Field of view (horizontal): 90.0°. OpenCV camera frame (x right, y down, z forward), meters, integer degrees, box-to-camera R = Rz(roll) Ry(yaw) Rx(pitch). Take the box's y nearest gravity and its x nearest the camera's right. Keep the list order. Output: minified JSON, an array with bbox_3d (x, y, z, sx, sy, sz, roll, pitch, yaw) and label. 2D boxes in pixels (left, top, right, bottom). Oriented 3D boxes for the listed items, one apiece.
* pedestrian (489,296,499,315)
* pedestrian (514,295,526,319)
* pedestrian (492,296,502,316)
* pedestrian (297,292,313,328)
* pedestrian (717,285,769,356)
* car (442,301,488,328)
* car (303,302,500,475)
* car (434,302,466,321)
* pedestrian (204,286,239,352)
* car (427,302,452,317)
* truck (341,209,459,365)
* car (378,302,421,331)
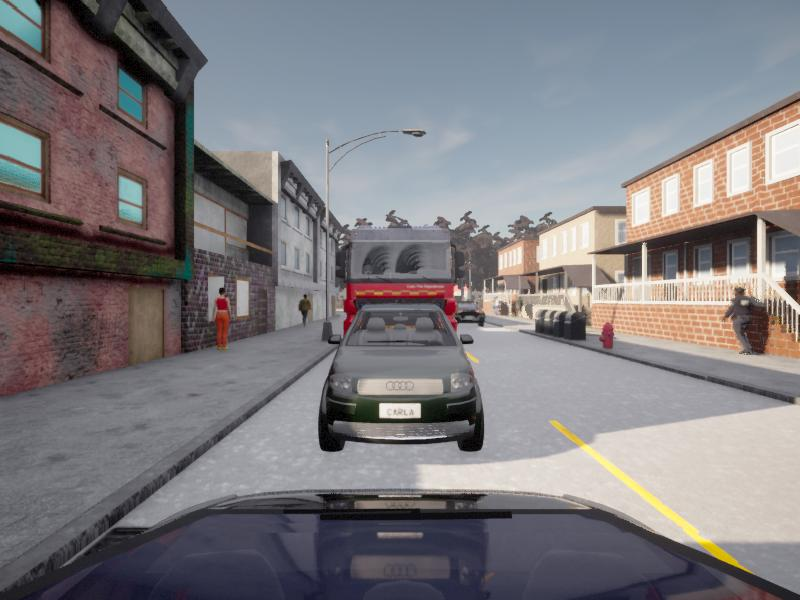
[{"bbox_3d":[9.177,0.533,38.981,0.751,1.860,0.751,0,0,0],"label":"pedestrian"},{"bbox_3d":[9.290,0.533,31.061,0.751,1.860,0.751,0,0,2],"label":"pedestrian"},{"bbox_3d":[9.212,0.533,38.118,0.751,1.860,0.751,0,0,1],"label":"pedestrian"},{"bbox_3d":[-5.076,0.533,21.368,0.751,1.860,0.751,0,0,-6],"label":"pedestrian"},{"bbox_3d":[9.218,0.533,10.786,0.751,1.860,0.751,0,0,0],"label":"pedestrian"},{"bbox_3d":[3.975,0.826,25.322,2.038,1.542,4.974,0,0,0],"label":"car"},{"bbox_3d":[0.007,0.815,5.489,1.789,1.549,3.705,0,0,0],"label":"car"},{"bbox_3d":[3.961,0.908,32.346,1.994,1.385,4.181,0,0,0],"label":"car"},{"bbox_3d":[-5.224,0.533,11.751,0.751,1.860,0.751,0,0,-8],"label":"pedestrian"},{"bbox_3d":[3.943,0.895,40.958,2.033,1.411,5.357,0,0,0],"label":"car"},{"bbox_3d":[-0.010,-0.321,14.022,2.891,3.827,8.468,0,0,0],"label":"truck"},{"bbox_3d":[-0.021,0.851,22.747,2.163,1.488,4.792,0,0,0],"label":"car"}]
